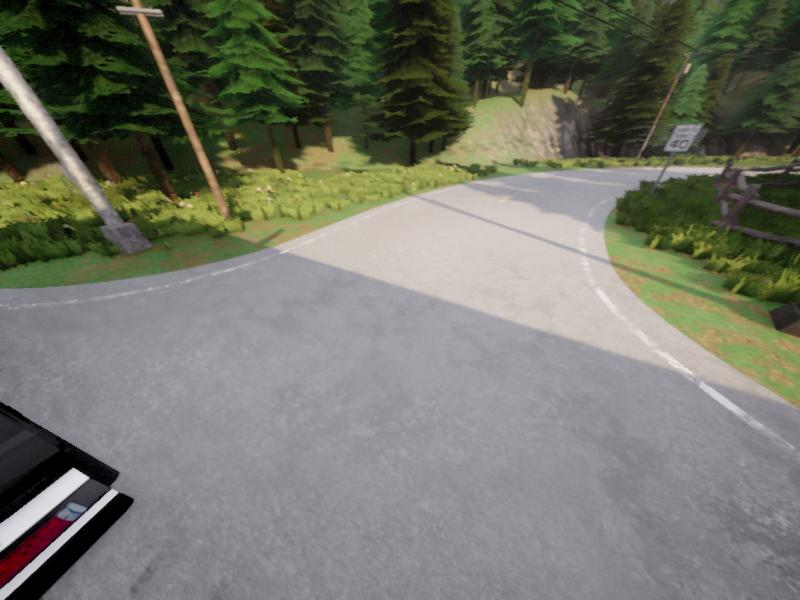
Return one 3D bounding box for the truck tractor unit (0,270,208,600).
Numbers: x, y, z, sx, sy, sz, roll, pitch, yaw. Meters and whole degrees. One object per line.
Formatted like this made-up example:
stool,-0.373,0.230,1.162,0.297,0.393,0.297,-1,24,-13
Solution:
truck tractor unit,-5.267,-0.102,0.500,6.516,4.208,3.053,11,36,15
